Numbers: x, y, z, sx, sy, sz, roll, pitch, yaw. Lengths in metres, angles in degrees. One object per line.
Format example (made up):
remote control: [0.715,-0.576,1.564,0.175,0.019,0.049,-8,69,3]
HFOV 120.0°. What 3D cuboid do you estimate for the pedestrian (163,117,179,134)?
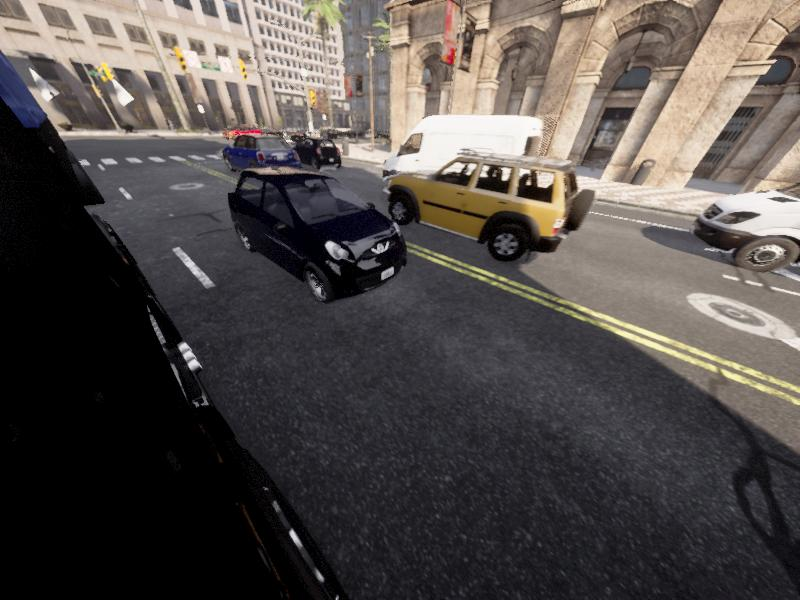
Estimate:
pedestrian: [-32.491,-24.813,32.811,0.751,1.860,0.751,28,44,30]

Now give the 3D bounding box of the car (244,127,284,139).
car: [-20.122,-24.821,34.374,1.895,1.301,4.718,29,44,30]

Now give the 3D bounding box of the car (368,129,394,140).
car: [-3.748,-32.728,45.671,1.930,1.638,5.238,29,44,30]

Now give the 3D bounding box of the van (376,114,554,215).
van: [1.925,-5.455,8.924,5.915,2.561,1.988,28,44,30]

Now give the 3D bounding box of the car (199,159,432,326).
car: [-1.550,-1.403,4.144,3.633,1.501,1.845,28,44,30]

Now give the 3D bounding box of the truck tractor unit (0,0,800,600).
truck tractor unit: [-2.645,-0.295,0.351,6.516,4.208,3.053,28,44,30]

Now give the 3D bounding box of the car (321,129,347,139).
car: [-11.961,-30.341,42.191,1.994,1.385,4.181,29,44,30]

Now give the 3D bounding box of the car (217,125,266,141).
car: [-20.050,-21.267,29.448,2.007,1.525,4.514,22,41,24]

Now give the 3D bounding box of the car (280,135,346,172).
car: [-5.237,-8.891,13.891,3.633,1.501,1.845,29,44,30]

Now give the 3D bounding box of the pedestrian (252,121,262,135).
pedestrian: [-23.286,-27.947,37.575,0.751,1.860,0.751,-3,37,-8]

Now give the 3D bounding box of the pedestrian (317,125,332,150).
pedestrian: [-7.013,-15.079,21.457,0.751,1.860,0.751,31,45,32]

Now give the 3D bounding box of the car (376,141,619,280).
car: [1.766,-2.503,5.532,4.605,1.855,1.932,29,44,30]

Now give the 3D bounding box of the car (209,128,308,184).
car: [-6.842,-7.109,11.193,4.553,1.767,2.097,29,44,30]

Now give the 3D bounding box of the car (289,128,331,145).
car: [-11.283,-20.775,29.346,2.038,1.542,4.974,17,39,18]

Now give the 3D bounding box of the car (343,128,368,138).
car: [-9.366,-35.069,48.571,2.163,1.488,4.792,28,44,30]

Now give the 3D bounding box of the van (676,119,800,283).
van: [9.668,-1.268,3.839,5.915,2.561,1.988,28,44,30]

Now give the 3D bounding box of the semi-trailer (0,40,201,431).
semi-trailer: [-8.678,-3.623,4.242,14.254,4.402,2.717,28,44,30]

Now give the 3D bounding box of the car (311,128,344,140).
car: [-11.822,-27.249,37.975,1.837,1.490,4.892,29,44,30]
